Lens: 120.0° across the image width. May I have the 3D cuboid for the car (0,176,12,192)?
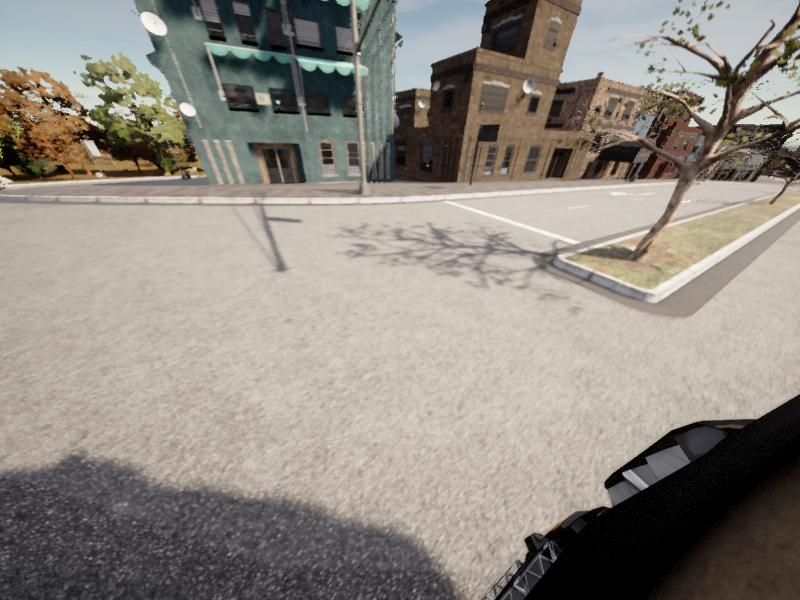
[{"bbox_3d":[-28.785,-7.977,15.027,1.905,1.878,3.866,-22,36,-30],"label":"car"}]
